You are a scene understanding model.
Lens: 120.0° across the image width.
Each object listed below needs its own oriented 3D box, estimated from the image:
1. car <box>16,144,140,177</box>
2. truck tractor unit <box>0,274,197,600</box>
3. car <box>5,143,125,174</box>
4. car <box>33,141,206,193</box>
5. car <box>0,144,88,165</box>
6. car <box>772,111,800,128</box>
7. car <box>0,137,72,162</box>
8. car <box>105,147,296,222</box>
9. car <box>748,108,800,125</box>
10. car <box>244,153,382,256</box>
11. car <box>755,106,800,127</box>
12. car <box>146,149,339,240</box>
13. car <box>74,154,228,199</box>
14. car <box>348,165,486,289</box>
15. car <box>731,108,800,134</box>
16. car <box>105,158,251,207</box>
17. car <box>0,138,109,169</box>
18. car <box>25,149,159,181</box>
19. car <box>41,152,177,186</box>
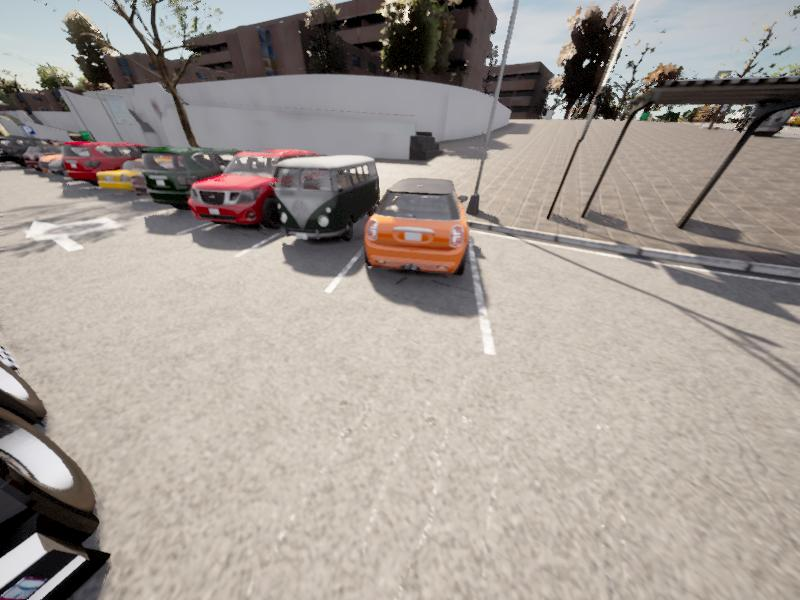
[{"bbox_3d":[-22.866,-10.269,16.841,2.185,1.767,4.553,7,34,7],"label":"car"},{"bbox_3d":[-5.099,-0.319,0.744,6.516,4.208,3.053,19,38,23],"label":"truck tractor unit"},{"bbox_3d":[-25.497,-11.104,17.980,2.185,1.767,4.553,6,34,7],"label":"car"},{"bbox_3d":[-15.030,-7.755,13.201,2.435,2.045,5.566,6,34,7],"label":"car"},{"bbox_3d":[-35.920,-14.575,23.006,1.946,1.575,5.366,6,34,7],"label":"car"},{"bbox_3d":[50.948,-22.309,28.542,5.366,1.575,1.946,7,40,7],"label":"car"},{"bbox_3d":[-41.167,-16.380,25.088,2.435,2.045,5.566,6,34,7],"label":"car"},{"bbox_3d":[-7.190,-5.119,9.617,2.435,2.045,5.566,6,34,7],"label":"car"},{"bbox_3d":[53.691,-25.830,32.562,4.553,1.767,2.185,6,40,6],"label":"car"},{"bbox_3d":[-1.992,-3.242,7.094,1.878,1.987,4.442,7,34,7],"label":"car"},{"bbox_3d":[52.217,-24.214,30.431,5.566,2.045,2.435,6,41,7],"label":"car"},{"bbox_3d":[-4.580,-4.201,8.364,2.435,2.045,5.566,7,34,7],"label":"car"},{"bbox_3d":[-12.395,-6.759,12.277,1.946,1.575,5.366,6,34,7],"label":"car"},{"bbox_3d":[0.613,-2.304,5.993,2.185,1.767,4.553,7,34,8],"label":"car"},{"bbox_3d":[36.501,-18.000,23.135,1.932,1.855,4.605,20,44,22],"label":"car"},{"bbox_3d":[-9.816,-5.741,10.951,2.002,1.452,4.674,6,34,7],"label":"car"},{"bbox_3d":[-30.717,-12.974,20.347,2.435,2.045,5.566,6,34,7],"label":"car"},{"bbox_3d":[-20.259,-9.278,15.701,2.231,1.521,4.892,7,34,7],"label":"car"},{"bbox_3d":[-17.652,-8.397,14.547,2.163,1.488,4.792,6,34,7],"label":"car"}]
